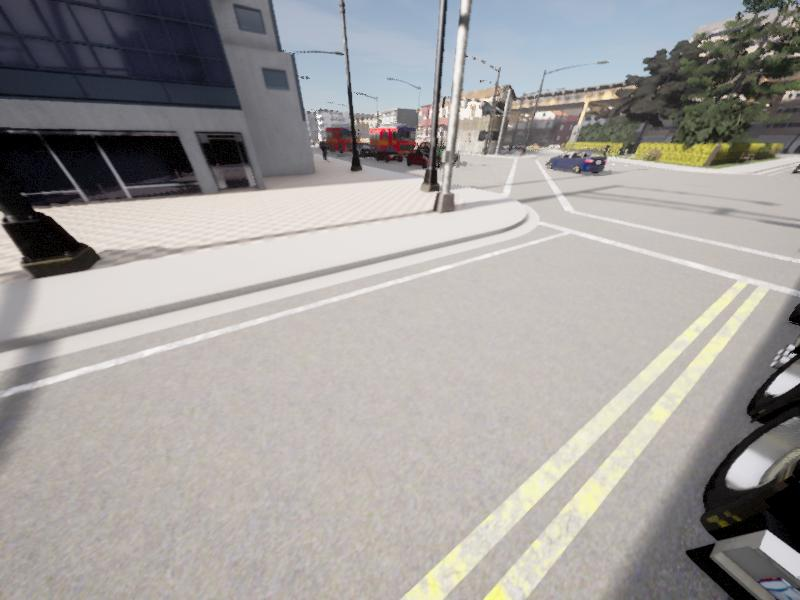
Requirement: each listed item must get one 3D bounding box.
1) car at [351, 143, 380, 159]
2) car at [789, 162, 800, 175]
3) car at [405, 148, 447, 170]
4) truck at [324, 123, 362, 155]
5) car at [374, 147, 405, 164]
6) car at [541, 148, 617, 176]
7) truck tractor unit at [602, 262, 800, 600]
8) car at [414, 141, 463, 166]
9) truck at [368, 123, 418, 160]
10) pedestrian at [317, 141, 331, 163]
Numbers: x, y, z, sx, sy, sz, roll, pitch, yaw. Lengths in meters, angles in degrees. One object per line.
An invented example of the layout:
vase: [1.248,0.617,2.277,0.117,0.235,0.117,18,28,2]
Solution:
car: [-4.806,-20.605,31.912,2.038,1.542,4.974,-18,40,-25]
car: [36.299,-11.697,19.711,5.027,1.651,2.152,-18,39,-24]
car: [2.314,-13.556,22.139,1.816,1.474,4.193,-18,39,-25]
truck: [-9.323,-26.118,37.437,2.891,3.827,8.468,-18,40,-25]
car: [-1.293,-17.030,27.136,1.994,1.385,4.181,-18,39,-24]
car: [15.014,-11.952,19.840,2.242,1.667,4.611,-8,36,-12]
truck tractor unit: [5.112,-0.298,0.787,6.516,4.208,3.053,-18,39,-24]
car: [4.031,-16.116,25.309,2.150,2.045,5.566,-18,39,-25]
truck: [-1.183,-22.058,32.056,2.891,3.827,8.468,-18,40,-25]
pedestrian: [-7.759,-15.196,23.715,0.751,1.860,0.751,28,43,33]
